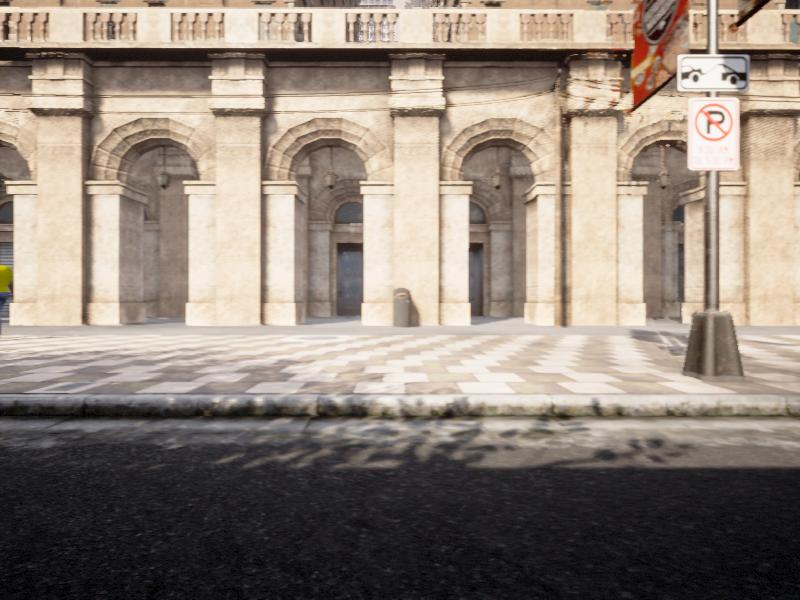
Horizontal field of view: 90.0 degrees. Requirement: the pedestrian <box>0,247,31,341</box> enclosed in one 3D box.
[{"bbox_3d":[-8.284,-0.118,8.211,0.751,1.860,0.751,0,0,10],"label":"pedestrian"}]
